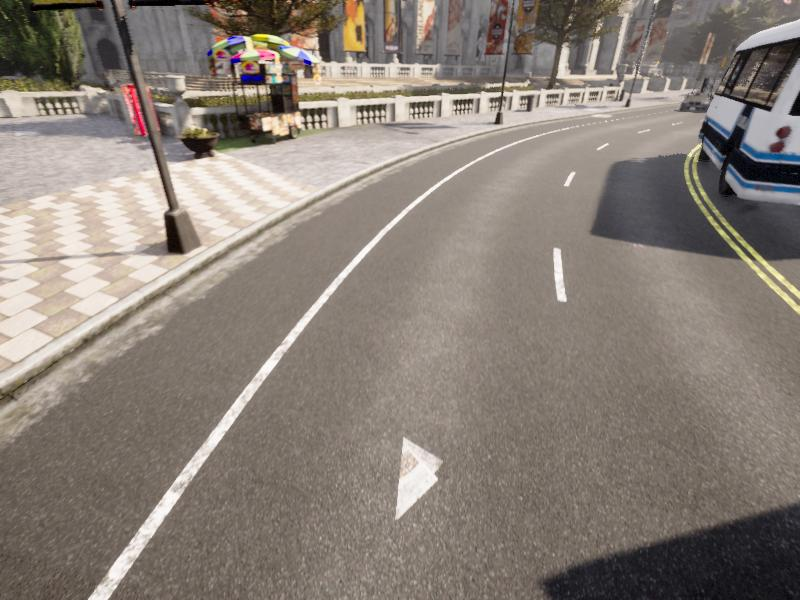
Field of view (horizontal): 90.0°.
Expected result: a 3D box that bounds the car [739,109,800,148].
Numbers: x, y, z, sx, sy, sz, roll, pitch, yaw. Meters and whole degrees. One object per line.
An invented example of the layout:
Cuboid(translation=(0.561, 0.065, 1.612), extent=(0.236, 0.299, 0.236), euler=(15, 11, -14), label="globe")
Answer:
Cuboid(translation=(19.066, -8.820, 20.342), extent=(1.895, 1.301, 4.718), euler=(27, 39, 37), label="car")

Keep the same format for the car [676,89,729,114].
Cuboid(translation=(25.979, -17.097, 34.321), extent=(4.611, 1.667, 2.242), euler=(-24, 39, -36), label="car")

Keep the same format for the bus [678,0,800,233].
Cuboid(translation=(11.359, -5.495, 11.520), extent=(3.944, 4.253, 10.273), euler=(15, 33, 24), label="bus")
